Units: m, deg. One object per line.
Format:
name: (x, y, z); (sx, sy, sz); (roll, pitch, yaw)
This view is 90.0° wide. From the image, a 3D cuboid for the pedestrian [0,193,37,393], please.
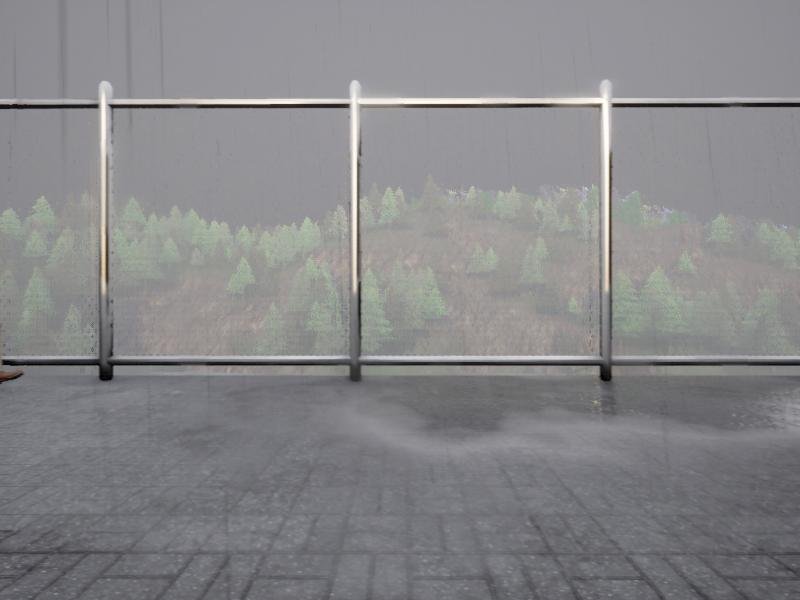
pedestrian: (-4.091, -0.064, 3.716); (0.751, 1.860, 0.751); (0, 0, -2)
